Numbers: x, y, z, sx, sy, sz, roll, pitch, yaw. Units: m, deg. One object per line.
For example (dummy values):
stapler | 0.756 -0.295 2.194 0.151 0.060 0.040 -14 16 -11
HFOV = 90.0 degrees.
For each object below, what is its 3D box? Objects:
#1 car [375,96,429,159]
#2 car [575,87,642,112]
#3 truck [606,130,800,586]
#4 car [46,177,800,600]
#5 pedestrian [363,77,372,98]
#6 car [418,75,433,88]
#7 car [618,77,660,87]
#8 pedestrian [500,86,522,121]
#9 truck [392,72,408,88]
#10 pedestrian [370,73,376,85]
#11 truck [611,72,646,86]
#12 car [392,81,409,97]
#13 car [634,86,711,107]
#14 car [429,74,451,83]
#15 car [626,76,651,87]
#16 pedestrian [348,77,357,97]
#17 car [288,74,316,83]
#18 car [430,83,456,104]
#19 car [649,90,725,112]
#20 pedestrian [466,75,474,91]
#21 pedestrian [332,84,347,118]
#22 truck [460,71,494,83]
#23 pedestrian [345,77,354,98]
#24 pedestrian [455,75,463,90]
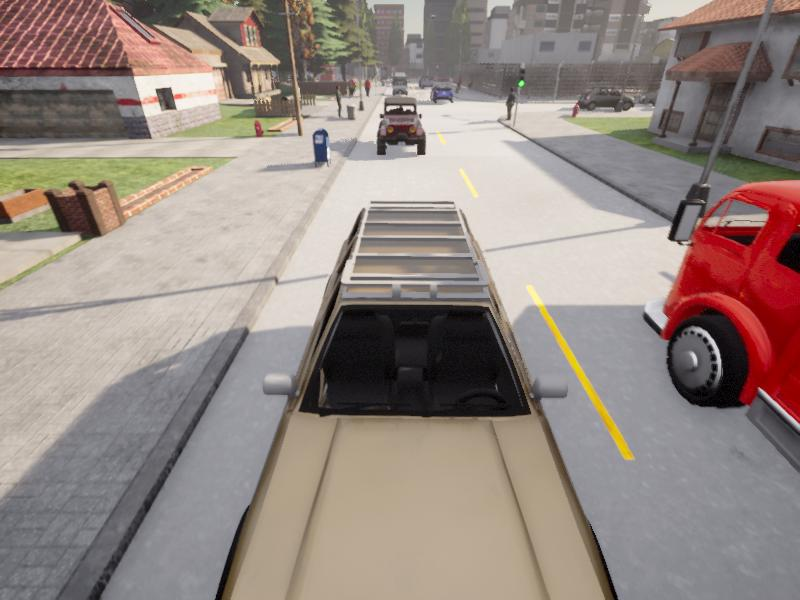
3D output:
car | 0.025 -7.093 16.225 1.905 1.878 3.866 0 30 -1
car | 16.105 -15.630 31.084 3.988 1.617 1.851 0 30 0
truck | 4.010 0.690 2.367 2.627 2.467 5.204 0 30 0
car | 0.100 0.511 3.252 1.932 1.855 4.605 0 31 1
pedestrian | -3.319 -21.774 41.058 0.751 1.860 0.751 0 30 0
car | 4.036 -35.145 64.368 2.033 1.649 4.856 0 30 0
car | 38.918 -35.648 65.320 5.357 1.415 2.033 0 30 0
pedestrian | 6.646 -11.813 24.061 0.751 1.860 0.751 -16 34 -25
truck | -0.020 -35.687 64.826 2.390 2.098 6.274 0 30 0
pedestrian | -4.698 -38.576 69.740 0.751 1.860 0.751 -5 31 -8
truck | 39.084 -37.919 68.579 4.478 2.038 2.069 0 30 0
car | 0.031 -24.423 46.216 1.816 1.474 4.193 0 30 0
car | 23.385 -17.597 34.538 4.902 1.511 2.128 0 30 0
car | 7.985 -44.343 80.091 3.988 1.617 1.851 -17 34 -27
car | 38.758 -35.595 65.088 1.789 1.547 3.705 0 30 0
pedestrian | -5.082 -22.756 42.734 0.751 1.860 0.751 -8 31 -14
car | -19.742 -44.713 80.696 5.027 1.651 2.152 0 30 0
car | 4.028 -19.888 38.426 2.007 1.525 4.514 0 30 0
car | 22.229 -15.497 31.095 4.181 1.385 1.994 -1 30 -1
pedestrian | 9.232 -28.576 52.673 0.751 1.860 0.751 0 30 0
pedestrian | -3.894 -12.757 25.665 0.751 1.860 0.751 -7 31 -12
truck | 15.489 -44.917 80.588 6.274 2.098 2.390 0 30 0
pedestrian | -5.138 -21.723 40.970 0.751 1.860 0.751 -2 30 -3
pedestrian | 8.022 -29.658 54.521 0.751 1.860 0.751 -5 31 -8
